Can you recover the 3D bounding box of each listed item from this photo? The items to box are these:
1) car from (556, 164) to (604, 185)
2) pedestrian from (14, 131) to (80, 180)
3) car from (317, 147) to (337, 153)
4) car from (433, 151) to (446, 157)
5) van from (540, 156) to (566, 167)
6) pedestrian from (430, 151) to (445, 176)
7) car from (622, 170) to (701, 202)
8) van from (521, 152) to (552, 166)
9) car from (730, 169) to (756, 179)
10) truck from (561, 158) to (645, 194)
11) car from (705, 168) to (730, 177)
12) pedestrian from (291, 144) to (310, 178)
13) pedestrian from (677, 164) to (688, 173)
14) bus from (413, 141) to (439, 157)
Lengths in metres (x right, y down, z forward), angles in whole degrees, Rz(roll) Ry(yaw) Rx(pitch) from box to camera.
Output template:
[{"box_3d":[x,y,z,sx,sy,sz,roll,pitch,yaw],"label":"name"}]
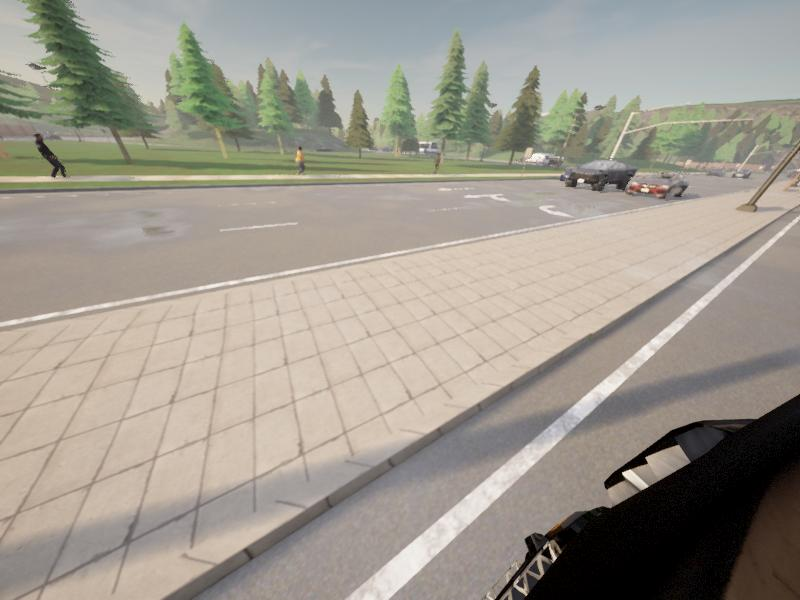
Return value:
[{"box_3d":[17.816,-12.494,22.901,3.988,1.617,1.851,-16,38,-26],"label":"car"},{"box_3d":[-16.368,-6.710,10.797,0.751,1.860,0.751,-16,38,-26],"label":"pedestrian"},{"box_3d":[-20.528,-42.186,64.974,4.718,1.301,1.895,-23,42,-34],"label":"car"},{"box_3d":[14.971,-55.648,87.952,1.930,1.638,5.238,-15,38,-26],"label":"car"},{"box_3d":[37.002,-33.578,55.995,2.069,2.038,4.480,-15,38,-26],"label":"van"},{"box_3d":[3.372,-12.363,20.970,0.751,1.860,0.751,-15,37,-25],"label":"pedestrian"},{"box_3d":[18.821,-8.316,16.646,5.027,1.651,2.152,-16,38,-26],"label":"car"},{"box_3d":[32.842,-34.115,55.971,1.988,2.561,5.915,-15,38,-26],"label":"van"},{"box_3d":[71.770,-26.418,48.375,4.856,1.649,2.033,-16,38,-27],"label":"car"},{"box_3d":[16.353,-10.045,18.628,6.274,2.098,2.390,-16,38,-26],"label":"truck"},{"box_3d":[69.548,-27.961,50.616,4.974,1.542,2.038,-16,38,-27],"label":"car"},{"box_3d":[-6.719,-9.392,15.647,0.751,1.860,0.751,-15,38,-25],"label":"pedestrian"},{"box_3d":[64.578,-30.082,52.778,0.751,1.860,0.751,-20,40,-31],"label":"pedestrian"},{"box_3d":[9.117,-54.759,83.748,3.944,4.253,10.273,-15,38,-26],"label":"bus"}]
